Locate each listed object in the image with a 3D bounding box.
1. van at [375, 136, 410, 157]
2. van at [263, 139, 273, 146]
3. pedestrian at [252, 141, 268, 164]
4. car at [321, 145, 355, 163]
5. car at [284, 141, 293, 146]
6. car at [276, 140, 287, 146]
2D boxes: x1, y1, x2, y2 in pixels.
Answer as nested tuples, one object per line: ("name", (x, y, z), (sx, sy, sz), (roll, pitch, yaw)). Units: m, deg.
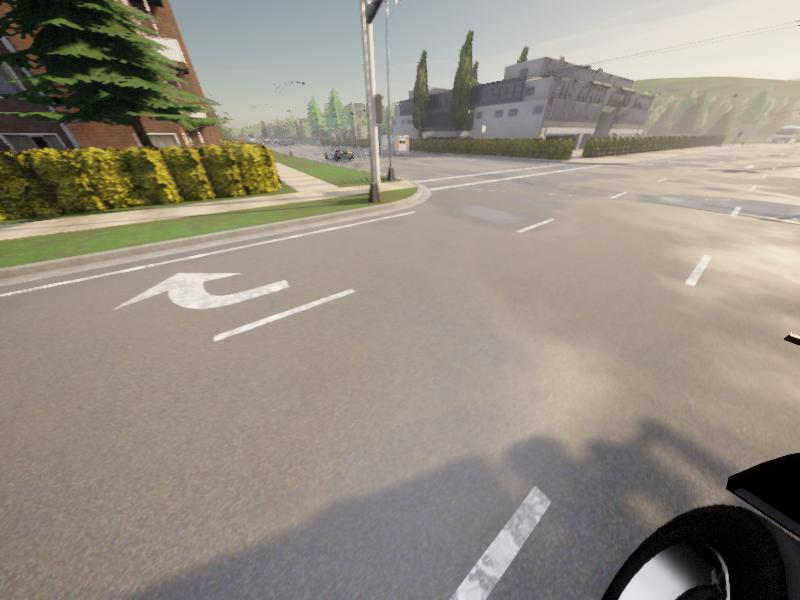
("van", (-1.239, -23.255, 34.809), (2.351, 2.431, 6.366), (-20, 40, -26))
("van", (-47.301, -56.340, 82.579), (2.069, 2.038, 4.480), (-21, 40, -26))
("pedestrian", (-13.784, -14.585, 22.829), (0.751, 1.860, 0.751), (-20, 40, -26))
("car", (-7.306, -17.170, 27.020), (2.038, 1.542, 4.974), (-21, 40, -26))
("car", (-41.552, -58.413, 86.016), (1.994, 1.385, 4.181), (-21, 40, -26))
("car", (-41.268, -54.519, 80.364), (2.242, 1.667, 4.611), (-21, 40, -26))
